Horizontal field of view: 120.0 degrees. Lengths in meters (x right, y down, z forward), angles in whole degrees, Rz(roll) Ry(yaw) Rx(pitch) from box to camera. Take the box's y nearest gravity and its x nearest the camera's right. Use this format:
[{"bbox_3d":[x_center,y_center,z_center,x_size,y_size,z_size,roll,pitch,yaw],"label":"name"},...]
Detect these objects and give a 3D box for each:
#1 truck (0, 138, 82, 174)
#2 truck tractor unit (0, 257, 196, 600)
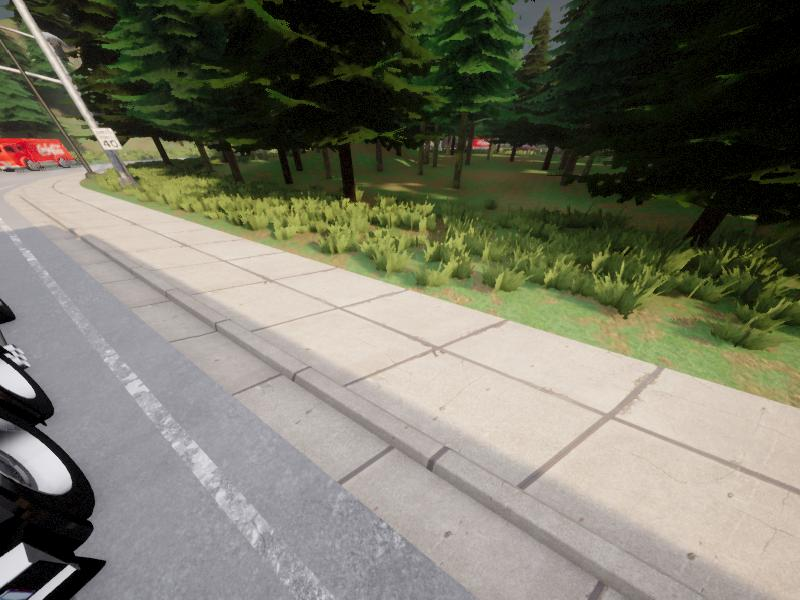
[{"bbox_3d":[-33.663,-13.101,20.904,2.627,2.467,5.204,-8,35,-10],"label":"truck"},{"bbox_3d":[-5.099,-0.312,0.797,6.516,4.208,3.053,19,39,25],"label":"truck tractor unit"}]
